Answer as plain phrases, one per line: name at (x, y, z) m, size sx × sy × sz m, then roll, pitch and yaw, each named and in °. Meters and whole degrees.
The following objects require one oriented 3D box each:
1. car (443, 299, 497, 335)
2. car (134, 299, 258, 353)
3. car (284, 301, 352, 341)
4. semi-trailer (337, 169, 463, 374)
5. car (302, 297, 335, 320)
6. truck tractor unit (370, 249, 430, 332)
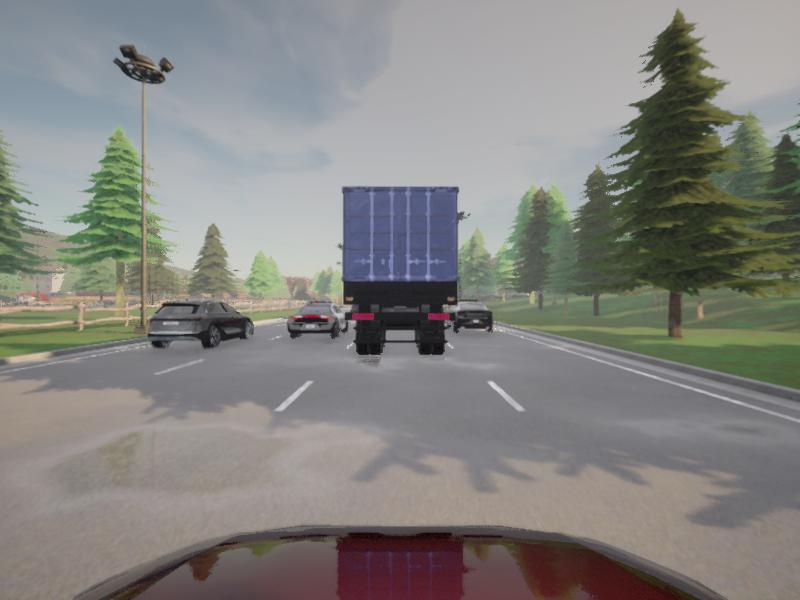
car at (3.500, 0.783, 21.057) m, size 1.930 × 1.638 × 5.238 m, roll 0°, pitch 0°, yaw 0°
car at (-7.000, 0.786, 14.463) m, size 2.033 × 1.649 × 4.856 m, roll 0°, pitch 0°, yaw 0°
car at (-3.500, 0.837, 18.087) m, size 2.038 × 1.542 × 4.974 m, roll 0°, pitch 0°, yaw 0°
semi-trailer at (0.002, -0.610, 15.753) m, size 2.717 × 4.402 × 14.254 m, roll 0°, pitch 0°, yaw 0°
car at (-6.999, 0.672, 34.855) m, size 1.932 × 1.855 × 4.605 m, roll 0°, pitch 0°, yaw 0°
truck tractor unit at (-0.011, -0.508, 23.671) m, size 3.053 × 4.208 × 6.516 m, roll 0°, pitch 0°, yaw 0°
